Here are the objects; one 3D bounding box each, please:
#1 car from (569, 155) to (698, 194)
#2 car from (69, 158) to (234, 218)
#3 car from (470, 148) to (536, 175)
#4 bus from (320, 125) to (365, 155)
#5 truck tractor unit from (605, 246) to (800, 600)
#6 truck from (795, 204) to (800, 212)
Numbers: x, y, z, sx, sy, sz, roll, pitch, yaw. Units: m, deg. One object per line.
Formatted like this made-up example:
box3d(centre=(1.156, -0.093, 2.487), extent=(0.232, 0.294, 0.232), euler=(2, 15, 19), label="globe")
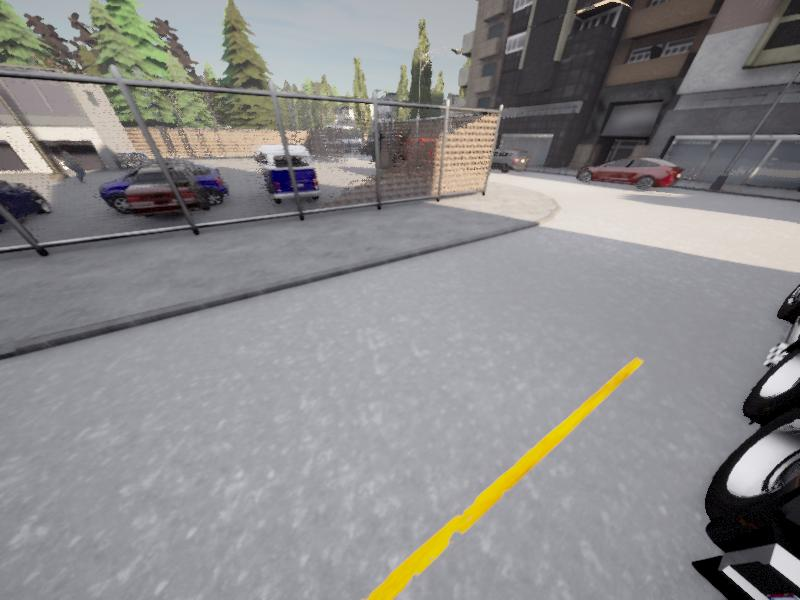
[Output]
box3d(centre=(13.395, -7.602, 13.731), extent=(2.163, 1.488, 4.792), euler=(-18, 39, -25), label="car")
box3d(centre=(-8.722, -4.361, 8.721), extent=(3.705, 1.547, 1.789), euler=(-18, 39, -25), label="car")
box3d(centre=(8.773, -12.192, 20.128), extent=(2.242, 1.667, 4.611), euler=(-18, 39, -25), label="car")
box3d(centre=(-10.599, -30.850, 44.496), extent=(3.944, 4.253, 10.273), euler=(6, 36, 11), label="bus")
box3d(centre=(5.081, -0.328, 0.827), extent=(6.516, 4.208, 3.053), euler=(-19, 40, -26), label="truck tractor unit")
box3d(centre=(18.139, -2.991, 5.088), extent=(2.891, 3.827, 8.468), euler=(-27, 43, -34), label="truck")
